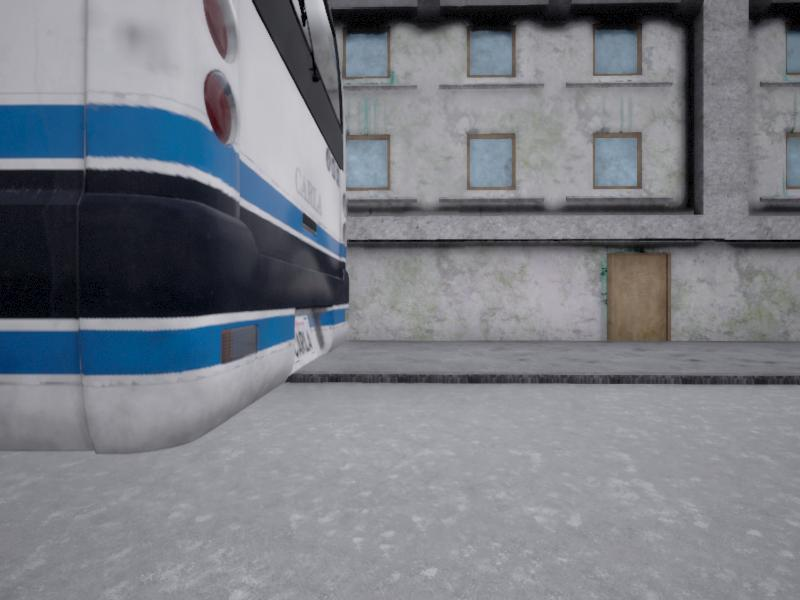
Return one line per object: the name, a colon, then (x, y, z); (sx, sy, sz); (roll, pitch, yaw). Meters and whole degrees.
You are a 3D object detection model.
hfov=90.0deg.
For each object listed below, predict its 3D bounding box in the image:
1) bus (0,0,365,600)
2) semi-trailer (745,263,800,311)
bus: (-5.576, -1.134, 2.714); (10.273, 4.253, 3.944); (0, 0, 1)
semi-trailer: (38.043, -1.217, 35.669); (2.717, 4.402, 14.254); (0, 0, 3)
